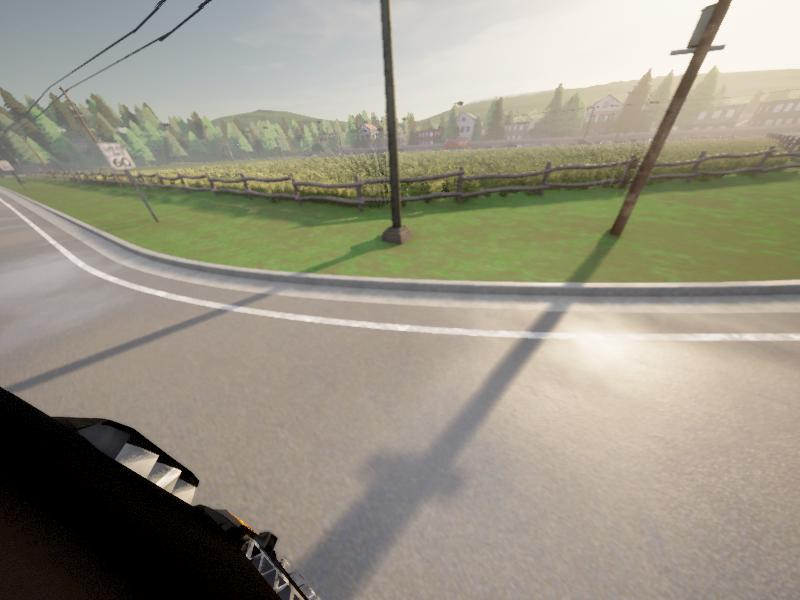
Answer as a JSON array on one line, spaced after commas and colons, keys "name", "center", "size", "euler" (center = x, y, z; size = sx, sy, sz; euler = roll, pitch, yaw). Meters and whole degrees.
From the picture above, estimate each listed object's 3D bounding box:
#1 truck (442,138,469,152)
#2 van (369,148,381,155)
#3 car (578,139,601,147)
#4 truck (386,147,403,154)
[{"name": "truck", "center": [19.737, -55.418, 82.477], "size": [8.468, 3.827, 2.891], "euler": [17, 38, 27]}, {"name": "van", "center": [-9.976, -59.142, 92.073], "size": [4.480, 2.038, 2.069], "euler": [17, 38, 27]}, {"name": "car", "center": [53.330, -44.269, 65.141], "size": [4.792, 1.488, 2.163], "euler": [17, 38, 27]}, {"name": "truck", "center": [-2.137, -59.346, 91.697], "size": [6.274, 2.098, 2.390], "euler": [17, 38, 27]}]
